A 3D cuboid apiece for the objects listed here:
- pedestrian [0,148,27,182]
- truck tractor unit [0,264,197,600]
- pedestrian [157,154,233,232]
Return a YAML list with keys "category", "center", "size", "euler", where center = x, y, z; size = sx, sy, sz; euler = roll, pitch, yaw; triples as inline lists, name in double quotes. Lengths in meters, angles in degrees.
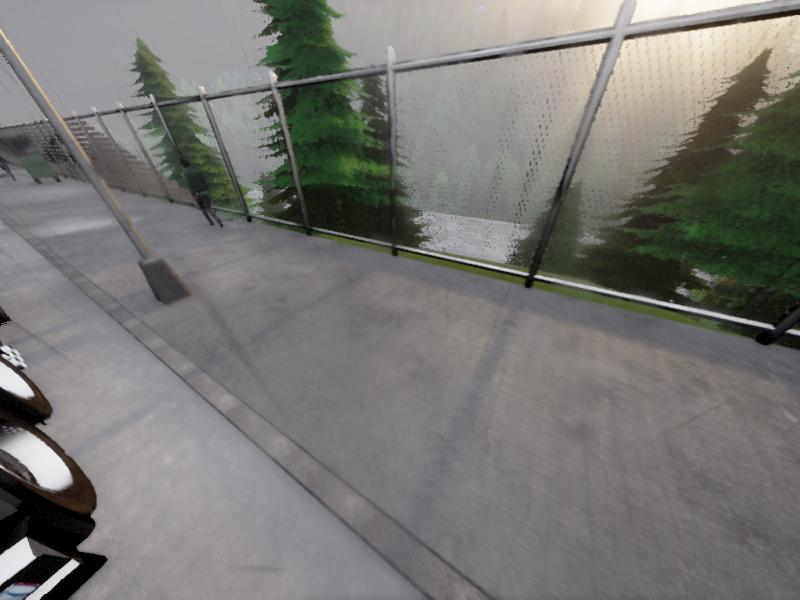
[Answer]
- category: "pedestrian"
  center: [-25.669, -8.729, 14.933]
  size: [0.751, 1.860, 0.751]
  euler: [29, 45, 35]
- category: "truck tractor unit"
  center: [-5.112, -0.300, 0.780]
  size: [6.516, 4.208, 3.053]
  euler: [18, 39, 24]
- category: "pedestrian"
  center: [-5.723, -3.036, 6.567]
  size: [0.751, 1.860, 0.751]
  euler: [19, 39, 25]
